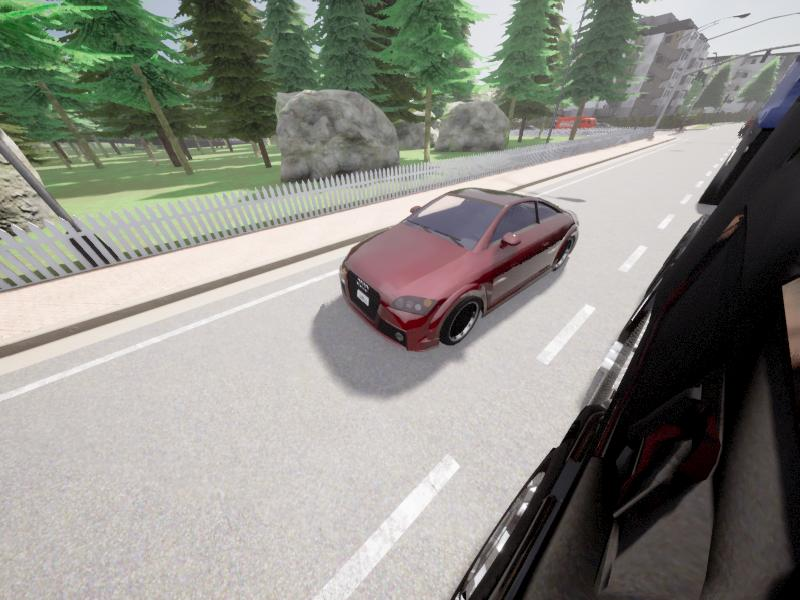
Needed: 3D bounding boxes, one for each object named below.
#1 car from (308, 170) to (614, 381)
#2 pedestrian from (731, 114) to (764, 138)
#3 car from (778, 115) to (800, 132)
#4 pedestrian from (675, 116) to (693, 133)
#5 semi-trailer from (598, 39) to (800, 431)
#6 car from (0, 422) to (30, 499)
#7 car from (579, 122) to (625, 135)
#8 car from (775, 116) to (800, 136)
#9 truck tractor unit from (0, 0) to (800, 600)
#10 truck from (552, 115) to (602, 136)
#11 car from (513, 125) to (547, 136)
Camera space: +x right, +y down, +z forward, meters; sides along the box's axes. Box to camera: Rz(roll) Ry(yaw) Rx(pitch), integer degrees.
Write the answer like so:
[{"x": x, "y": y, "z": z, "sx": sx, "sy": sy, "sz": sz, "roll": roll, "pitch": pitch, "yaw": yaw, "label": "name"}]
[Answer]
[{"x": 1.112, "y": -0.949, "z": 3.699, "sx": 4.181, "sy": 1.385, "sz": 1.994, "roll": -26, "pitch": 43, "yaw": -28, "label": "car"}, {"x": 33.690, "y": -16.849, "z": 22.418, "sx": 0.751, "sy": 1.860, "sz": 0.751, "roll": 15, "pitch": 40, "yaw": 22, "label": "pedestrian"}, {"x": 46.926, "y": -19.559, "z": 25.472, "sx": 1.801, "sy": 1.575, "sz": 5.366, "roll": -26, "pitch": 43, "yaw": -28, "label": "car"}, {"x": 40.178, "y": -24.884, "z": 32.736, "sx": 0.751, "sy": 1.860, "sz": 0.751, "roll": -25, "pitch": 42, "yaw": -27, "label": "pedestrian"}, {"x": 8.707, "y": -3.602, "z": 4.214, "sx": 14.254, "sy": 4.402, "sz": 2.717, "roll": -28, "pitch": 44, "yaw": -30, "label": "semi-trailer"}, {"x": -4.471, "y": 1.841, "z": 0.128, "sx": 3.988, "sy": 1.617, "sz": 1.851, "roll": -27, "pitch": 43, "yaw": -29, "label": "car"}, {"x": 31.963, "y": -27.232, "z": 36.722, "sx": 2.128, "sy": 1.511, "sz": 4.902, "roll": -26, "pitch": 43, "yaw": -28, "label": "car"}, {"x": 41.888, "y": -17.368, "z": 22.868, "sx": 5.366, "sy": 1.575, "sz": 1.801, "roll": -1, "pitch": 37, "yaw": 3, "label": "car"}, {"x": 2.645, "y": -0.295, "z": 0.351, "sx": 6.516, "sy": 4.208, "sz": 3.053, "roll": -28, "pitch": 44, "yaw": -30, "label": "truck tractor unit"}, {"x": 27.676, "y": -27.365, "z": 36.371, "sx": 2.627, "sy": 2.467, "sz": 5.204, "roll": -26, "pitch": 43, "yaw": -28, "label": "truck"}, {"x": 23.189, "y": -30.323, "z": 41.419, "sx": 1.837, "sy": 1.490, "sz": 4.892, "roll": -26, "pitch": 43, "yaw": -28, "label": "car"}]
